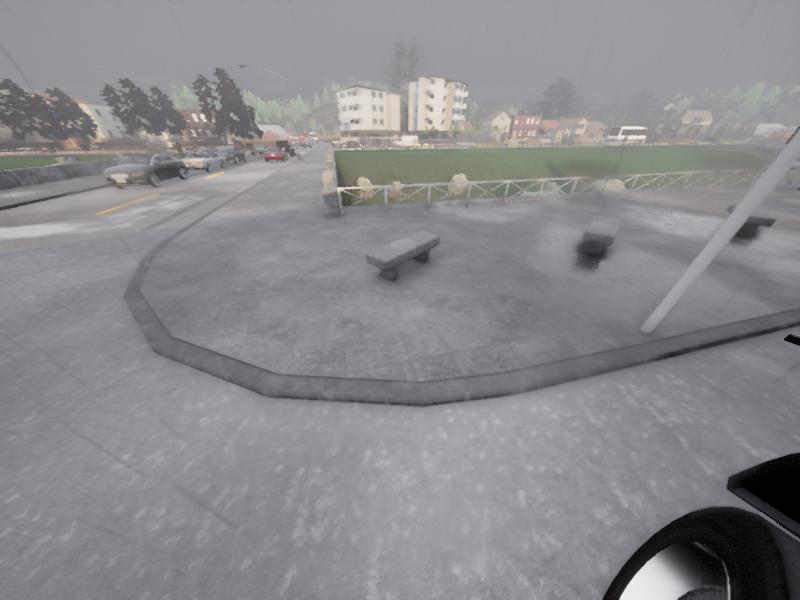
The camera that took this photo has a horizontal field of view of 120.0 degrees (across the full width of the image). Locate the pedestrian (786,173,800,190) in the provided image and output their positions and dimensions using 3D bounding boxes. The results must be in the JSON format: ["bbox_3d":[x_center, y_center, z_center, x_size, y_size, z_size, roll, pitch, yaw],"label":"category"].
[{"bbox_3d":[19.258,-6.026,10.490,0.751,1.860,0.751,-8,36,-10],"label":"pedestrian"}]

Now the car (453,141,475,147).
[{"bbox_3d":[16.212,-39.489,58.470,4.718,1.301,1.895,-8,36,-11],"label":"car"}]

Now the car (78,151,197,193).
[{"bbox_3d":[-14.434,-7.524,13.298,2.128,1.511,4.902,-7,36,-10],"label":"car"}]

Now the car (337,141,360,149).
[{"bbox_3d":[-11.908,-35.593,52.953,4.892,1.490,1.837,-8,36,-11],"label":"car"}]

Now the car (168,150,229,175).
[{"bbox_3d":[-16.152,-11.320,18.857,1.895,1.301,4.718,-8,36,-11],"label":"car"}]

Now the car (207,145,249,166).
[{"bbox_3d":[-17.733,-15.187,24.156,1.837,1.490,4.892,-8,36,-11],"label":"car"}]

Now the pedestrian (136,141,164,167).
[{"bbox_3d":[-22.082,-12.927,20.450,0.751,1.860,0.751,-8,36,-11],"label":"pedestrian"}]

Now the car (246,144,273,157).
[{"bbox_3d":[-20.816,-22.462,34.538,2.033,1.411,5.357,-8,36,-11],"label":"car"}]

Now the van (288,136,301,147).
[{"bbox_3d":[-30.287,-45.647,66.456,2.351,2.431,6.366,-8,36,-11],"label":"van"}]

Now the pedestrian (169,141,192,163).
[{"bbox_3d":[-21.695,-14.649,22.879,0.751,1.860,0.751,-2,35,-3],"label":"pedestrian"}]

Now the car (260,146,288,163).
[{"bbox_3d":[-14.259,-16.731,26.428,1.994,1.385,4.181,-9,36,-12],"label":"car"}]

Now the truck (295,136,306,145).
[{"bbox_3d":[-34.094,-54.789,79.356,2.627,2.467,5.204,-8,36,-11],"label":"truck"}]

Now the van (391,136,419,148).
[{"bbox_3d":[1.177,-37.826,55.227,6.366,2.431,2.351,-8,36,-11],"label":"van"}]

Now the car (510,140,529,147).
[{"bbox_3d":[31.747,-41.760,61.435,3.806,1.475,1.970,-8,36,-11],"label":"car"}]

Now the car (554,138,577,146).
[{"bbox_3d":[45.800,-43.817,64.115,4.856,1.649,2.033,-8,36,-11],"label":"car"}]

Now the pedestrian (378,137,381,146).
[{"bbox_3d":[-5.253,-40.434,59.016,0.751,1.860,0.751,-8,36,-11],"label":"pedestrian"}]

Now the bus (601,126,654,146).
[{"bbox_3d":[62.167,-44.895,63.282,10.273,4.253,3.944,-8,36,-11],"label":"bus"}]

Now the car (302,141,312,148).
[{"bbox_3d":[-23.427,-39.116,58.002,1.970,1.475,3.806,-11,37,-15],"label":"car"}]

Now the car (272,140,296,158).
[{"bbox_3d":[-15.949,-20.950,31.945,1.905,1.878,3.866,-8,36,-11],"label":"car"}]
